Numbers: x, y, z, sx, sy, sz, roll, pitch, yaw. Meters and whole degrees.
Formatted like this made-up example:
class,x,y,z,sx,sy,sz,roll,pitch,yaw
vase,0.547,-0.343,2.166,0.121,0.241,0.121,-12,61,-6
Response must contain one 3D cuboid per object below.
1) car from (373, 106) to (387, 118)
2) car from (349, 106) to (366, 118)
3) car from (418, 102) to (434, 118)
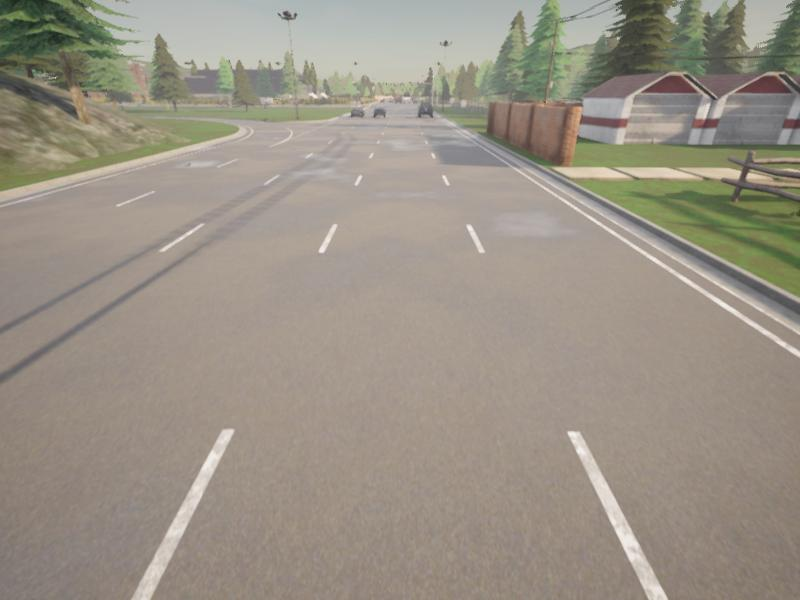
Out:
class,x,y,z,sx,sy,sz,roll,pitch,yaw
car,-3.088,-29.164,62.017,1.837,1.490,4.892,0,27,0
car,-6.585,-29.338,62.413,2.128,1.511,4.902,0,27,0
car,3.913,-29.410,61.930,2.150,2.045,5.566,0,27,0
